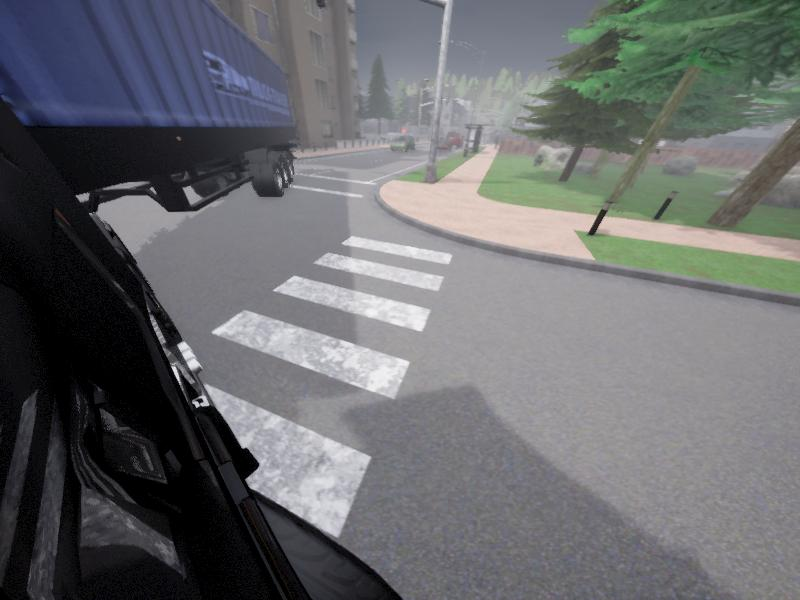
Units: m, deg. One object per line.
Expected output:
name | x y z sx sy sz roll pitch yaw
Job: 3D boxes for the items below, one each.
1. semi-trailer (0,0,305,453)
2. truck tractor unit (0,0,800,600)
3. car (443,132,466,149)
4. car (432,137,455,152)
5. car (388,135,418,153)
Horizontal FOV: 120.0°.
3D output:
semi-trailer | -5.253 -4.709 5.940 2.717 4.402 14.254 -5 37 -10
truck tractor unit | -2.645 -0.295 0.352 6.516 4.208 3.053 28 44 30
car | 8.558 -24.985 36.079 2.150 2.045 5.566 15 38 15
car | 5.713 -20.337 30.218 1.994 1.385 4.181 15 38 15
car | 0.464 -18.178 26.831 2.007 1.525 4.514 14 38 15
